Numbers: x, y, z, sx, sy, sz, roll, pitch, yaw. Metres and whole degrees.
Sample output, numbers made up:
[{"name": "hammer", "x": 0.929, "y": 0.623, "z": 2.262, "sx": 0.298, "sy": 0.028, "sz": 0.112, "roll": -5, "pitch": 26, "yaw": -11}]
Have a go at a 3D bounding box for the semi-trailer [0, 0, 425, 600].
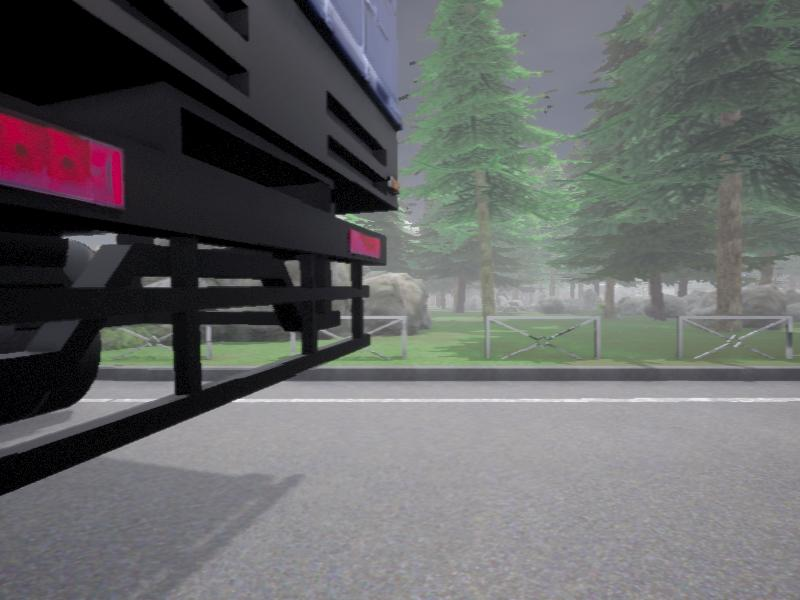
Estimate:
[{"name": "semi-trailer", "x": -7.105, "y": -1.171, "z": 3.316, "sx": 14.254, "sy": 4.402, "sz": 2.717, "roll": -1, "pitch": 2, "yaw": 16}]
